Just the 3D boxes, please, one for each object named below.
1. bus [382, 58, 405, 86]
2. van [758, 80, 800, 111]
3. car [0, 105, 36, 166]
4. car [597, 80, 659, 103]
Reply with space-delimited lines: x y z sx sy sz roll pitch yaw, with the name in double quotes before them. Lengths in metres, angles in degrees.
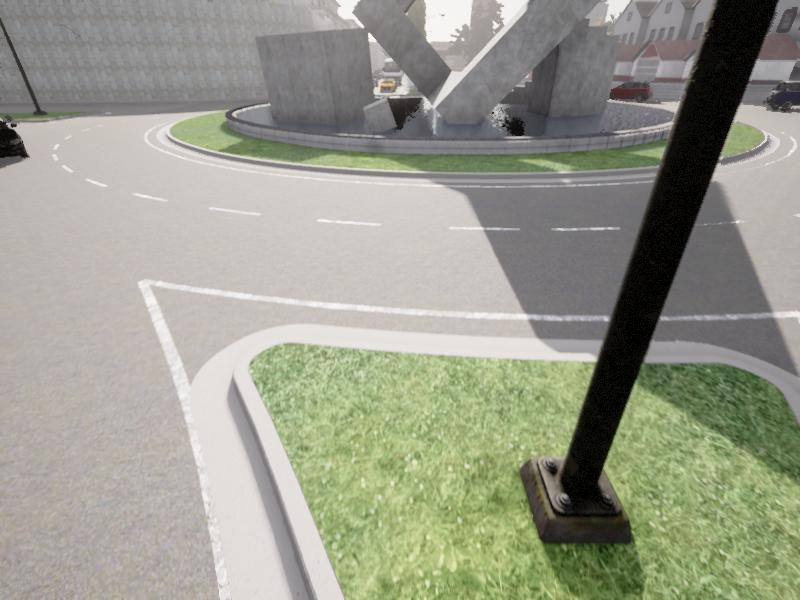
"bus" -1.084 -42.957 75.263 3.944 4.253 10.273 0 30 1
"van" 30.834 -15.638 30.577 4.442 1.987 1.775 8 31 14
"car" -16.144 -6.455 15.563 5.238 1.638 1.930 27 39 38
"car" 22.044 -20.306 38.822 4.553 1.767 2.097 25 39 37
